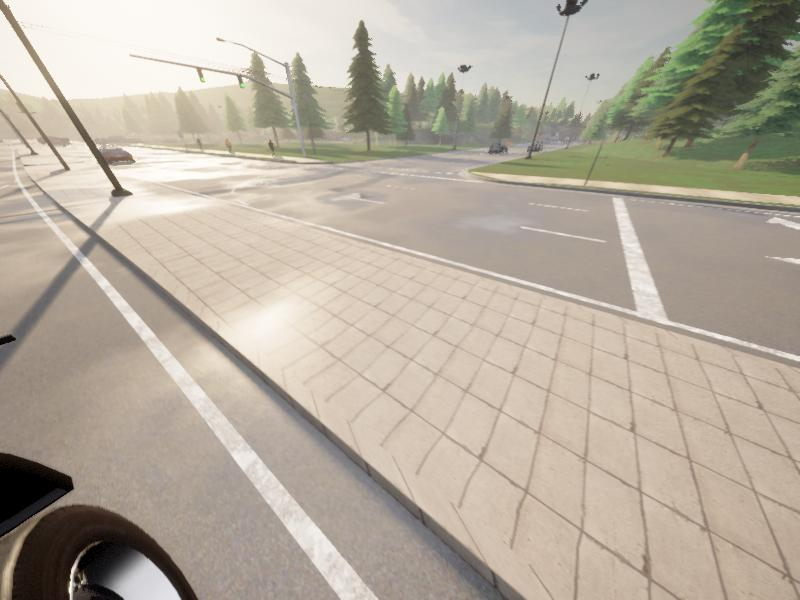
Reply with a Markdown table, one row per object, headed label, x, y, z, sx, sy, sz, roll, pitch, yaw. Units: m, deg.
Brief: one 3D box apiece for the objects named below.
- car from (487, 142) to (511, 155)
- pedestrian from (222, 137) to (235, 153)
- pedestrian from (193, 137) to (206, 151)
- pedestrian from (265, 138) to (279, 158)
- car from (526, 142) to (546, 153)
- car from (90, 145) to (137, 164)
| label | x | y | z | sx | sy | sz | roll | pitch | yaw |
| --- | --- | --- | --- | --- | --- | --- | --- | --- | --- |
| car | 16.506 | -25.285 | 38.383 | 2.033 | 1.649 | 4.856 | 24 | 41 | 29 |
| pedestrian | -24.273 | -21.903 | 32.738 | 0.751 | 1.860 | 0.751 | 24 | 42 | 30 |
| pedestrian | -33.143 | -25.829 | 38.213 | 0.751 | 1.860 | 0.751 | 24 | 42 | 30 |
| pedestrian | -14.915 | -17.749 | 26.946 | 0.751 | 1.860 | 0.751 | 25 | 42 | 30 |
| car | 26.089 | -29.213 | 44.104 | 2.038 | 1.542 | 4.974 | 24 | 41 | 29 |
| car | -28.683 | -14.630 | 23.148 | 4.181 | 1.385 | 1.994 | 23 | 41 | 29 |
